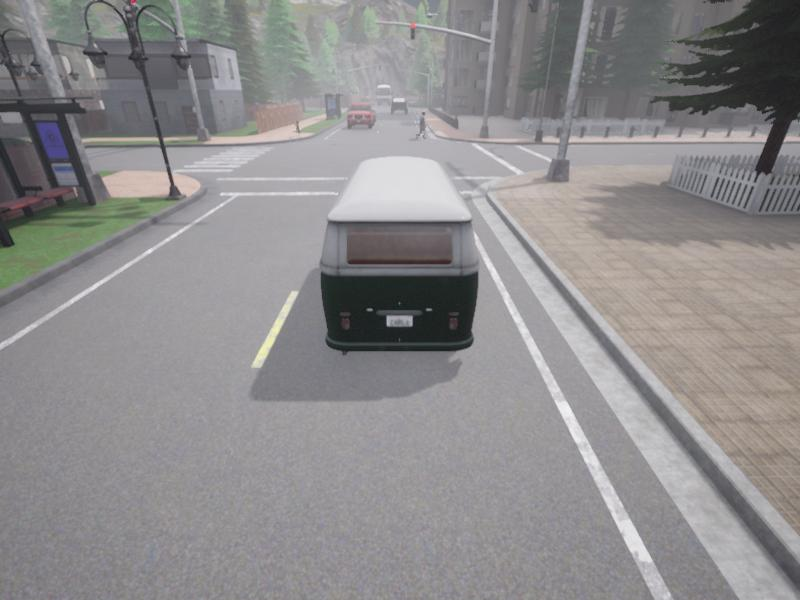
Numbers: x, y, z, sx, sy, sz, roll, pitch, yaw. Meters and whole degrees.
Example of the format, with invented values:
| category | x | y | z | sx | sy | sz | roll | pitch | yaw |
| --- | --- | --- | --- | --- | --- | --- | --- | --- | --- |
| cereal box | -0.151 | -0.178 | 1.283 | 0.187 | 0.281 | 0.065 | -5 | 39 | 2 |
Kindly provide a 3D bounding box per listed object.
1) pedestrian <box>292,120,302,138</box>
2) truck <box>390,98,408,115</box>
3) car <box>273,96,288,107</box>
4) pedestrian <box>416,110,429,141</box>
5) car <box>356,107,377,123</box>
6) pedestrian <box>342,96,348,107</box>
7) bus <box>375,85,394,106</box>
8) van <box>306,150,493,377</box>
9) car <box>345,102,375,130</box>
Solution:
| category | x | y | z | sx | sy | sz | roll | pitch | yaw |
| --- | --- | --- | --- | --- | --- | --- | --- | --- | --- |
| pedestrian | -6.958 | -11.570 | 27.056 | 0.500 | 1.100 | 0.500 | -4 | 28 | -7 |
| truck | -0.131 | -28.428 | 58.663 | 2.390 | 2.098 | 6.274 | 0 | 28 | 0 |
| car | -25.210 | -42.025 | 84.633 | 1.932 | 1.855 | 4.605 | -1 | 28 | -1 |
| pedestrian | 1.537 | -11.795 | 26.995 | 0.751 | 1.860 | 0.751 | 5 | 28 | 9 |
| car | -3.597 | -20.380 | 44.029 | 1.994 | 1.385 | 4.181 | 0 | 28 | 0 |
| pedestrian | -11.216 | -40.249 | 81.171 | 0.751 | 1.860 | 0.751 | -22 | 34 | -35 |
| bus | -3.594 | -48.651 | 95.087 | 3.944 | 4.253 | 10.273 | 0 | 28 | 0 |
| van | -0.010 | -1.002 | 6.231 | 1.775 | 1.987 | 4.442 | 0 | 28 | 0 |
| car | -3.579 | -16.981 | 36.784 | 2.150 | 2.045 | 5.566 | 0 | 28 | 0 |
